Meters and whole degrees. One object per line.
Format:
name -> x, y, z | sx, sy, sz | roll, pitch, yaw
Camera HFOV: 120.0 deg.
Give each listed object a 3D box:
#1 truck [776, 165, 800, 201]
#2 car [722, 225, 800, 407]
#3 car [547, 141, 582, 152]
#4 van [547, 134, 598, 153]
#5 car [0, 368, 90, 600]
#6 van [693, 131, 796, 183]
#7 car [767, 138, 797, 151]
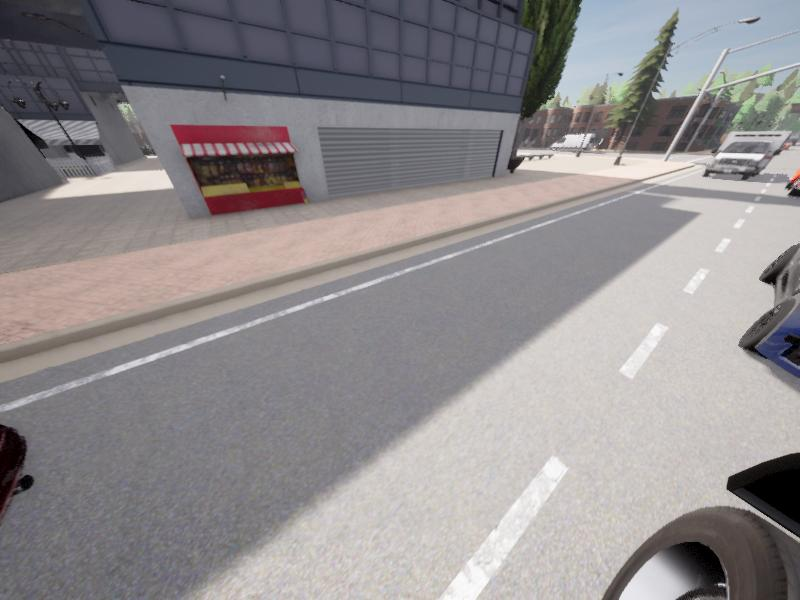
truck -> 18.989, -5.577, 9.536 | 5.204, 2.467, 2.627 | -22, 40, -28
car -> 6.279, -0.086, 2.537 | 4.611, 1.667, 2.242 | -22, 41, -28
car -> 29.871, -28.011, 42.074 | 2.007, 1.525, 4.514 | -25, 42, -30
van -> 28.548, -26.137, 38.548 | 1.988, 2.561, 5.915 | -23, 41, -29
car -> -4.135, 1.812, 0.183 | 4.181, 1.385, 1.994 | -22, 41, -28
van -> 22.013, -9.259, 14.759 | 6.366, 2.431, 2.351 | -22, 41, -28
car -> 67.906, -27.664, 41.056 | 4.553, 1.767, 2.097 | -22, 41, -28
